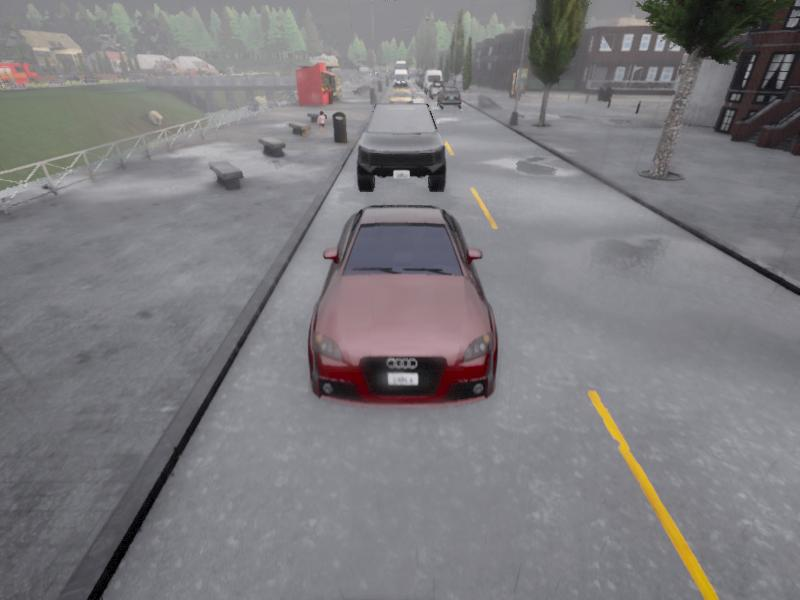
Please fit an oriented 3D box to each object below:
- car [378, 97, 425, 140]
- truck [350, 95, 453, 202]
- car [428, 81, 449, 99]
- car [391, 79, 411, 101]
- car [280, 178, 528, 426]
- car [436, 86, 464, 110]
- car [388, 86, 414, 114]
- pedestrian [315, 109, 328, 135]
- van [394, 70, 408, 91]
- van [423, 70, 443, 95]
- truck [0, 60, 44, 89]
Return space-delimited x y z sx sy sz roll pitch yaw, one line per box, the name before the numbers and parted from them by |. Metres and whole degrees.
car | 0.062 -9.456 20.659 2.128 1.511 4.902 0 30 0
truck | 0.047 -5.019 12.491 2.390 2.098 6.274 0 31 0
car | 4.104 -22.776 43.327 1.851 1.617 3.988 0 30 0
car | 0.095 -21.551 40.965 1.932 1.855 4.605 0 30 0
car | 0.035 -0.423 5.364 1.994 1.385 4.181 0 30 0
car | 4.083 -16.833 33.228 1.789 1.549 3.705 0 31 0
car | 0.079 -15.590 31.069 1.801 1.575 5.366 0 30 0
pedestrian | -3.787 -8.623 19.388 0.500 1.100 0.500 -4 31 -7
van | 0.122 -31.469 57.216 1.988 2.561 5.915 0 30 0
van | 4.115 -27.470 50.413 1.988 2.561 5.915 0 30 0
truck | -61.551 -35.505 62.883 2.891 3.827 8.468 0 30 0
